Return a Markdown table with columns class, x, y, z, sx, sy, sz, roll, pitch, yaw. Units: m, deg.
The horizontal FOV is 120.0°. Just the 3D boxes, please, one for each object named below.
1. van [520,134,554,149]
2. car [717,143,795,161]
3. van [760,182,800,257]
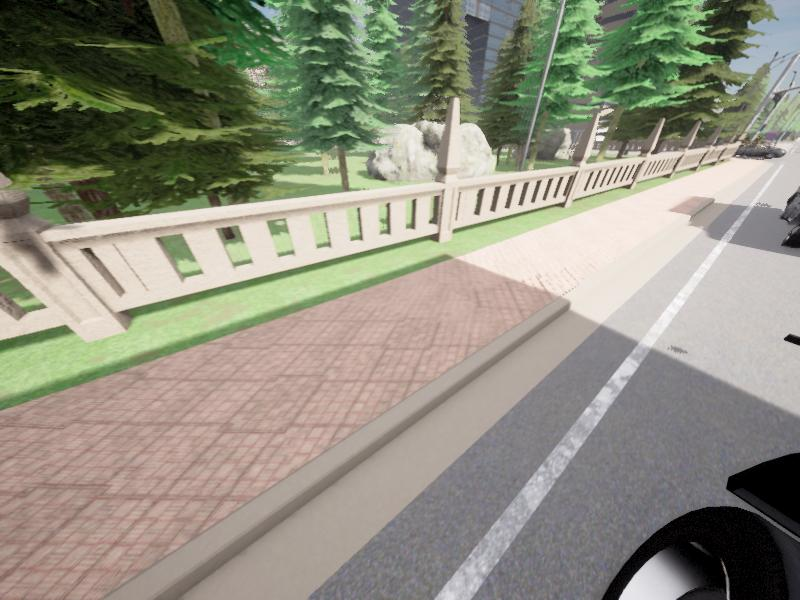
| class | x | y | z | sx | sy | sz | roll | pitch | yaw |
| --- | --- | --- | --- | --- | --- | --- | --- | --- | --- |
| van | 30.516 | -35.482 | 51.705 | 1.988 | 2.561 | 5.915 | -22 | 41 | -28 |
| car | 39.869 | -16.786 | 26.043 | 2.007 | 1.525 | 4.514 | -22 | 40 | -27 |
| van | 11.960 | -2.730 | 5.570 | 6.366 | 2.431 | 2.351 | -22 | 41 | -28 |
